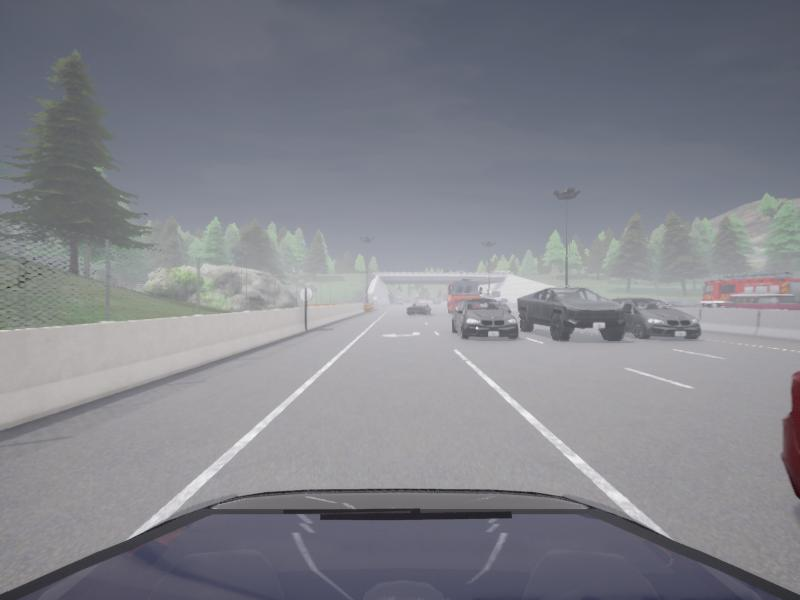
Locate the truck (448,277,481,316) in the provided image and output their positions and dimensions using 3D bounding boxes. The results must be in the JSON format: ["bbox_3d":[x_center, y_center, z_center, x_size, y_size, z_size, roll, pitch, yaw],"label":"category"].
[{"bbox_3d":[6.751,-0.333,43.038,2.891,3.827,8.468,1,0,5],"label":"truck"}]

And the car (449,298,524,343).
[{"bbox_3d":[3.497,0.751,17.210,2.242,1.667,4.611,0,0,0],"label":"car"}]

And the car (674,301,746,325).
[{"bbox_3d":[20.999,0.845,27.316,1.970,1.475,3.806,0,0,0],"label":"car"}]

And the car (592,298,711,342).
[{"bbox_3d":[10.501,0.751,17.241,2.242,1.667,4.611,0,0,0],"label":"car"}]

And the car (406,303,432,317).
[{"bbox_3d":[1.930,0.933,39.527,1.895,1.301,4.718,0,0,12],"label":"car"}]

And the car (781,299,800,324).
[{"bbox_3d":[27.998,0.770,25.888,2.033,1.649,4.856,0,0,0],"label":"car"}]

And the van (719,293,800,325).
[{"bbox_3d":[24.498,0.589,27.425,1.775,1.987,4.442,0,0,0],"label":"van"}]

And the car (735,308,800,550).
[{"bbox_3d":[3.499,0.822,0.548,1.882,1.535,5.008,0,0,0],"label":"car"}]

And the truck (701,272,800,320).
[{"bbox_3d":[31.501,-0.331,35.771,2.891,3.827,8.468,0,0,0],"label":"truck"}]

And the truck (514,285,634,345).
[{"bbox_3d":[6.998,0.537,17.159,2.390,2.098,6.274,0,0,0],"label":"truck"}]
